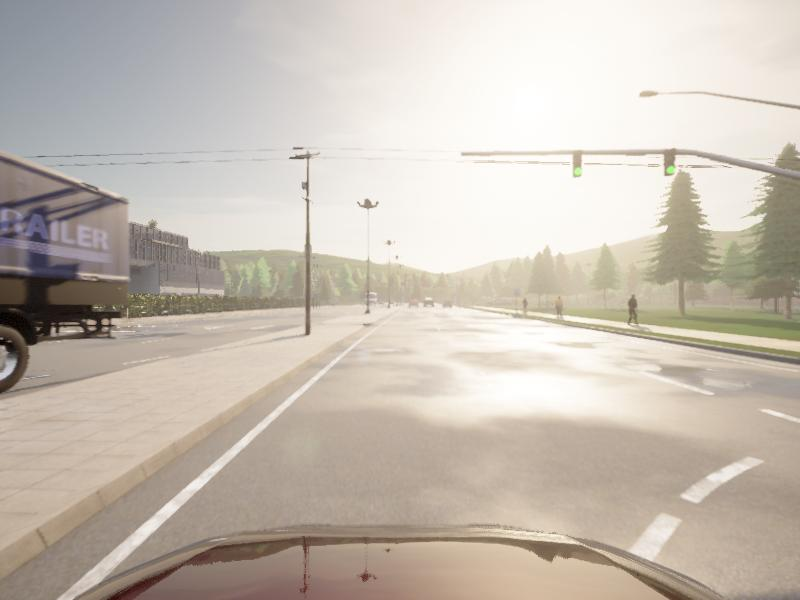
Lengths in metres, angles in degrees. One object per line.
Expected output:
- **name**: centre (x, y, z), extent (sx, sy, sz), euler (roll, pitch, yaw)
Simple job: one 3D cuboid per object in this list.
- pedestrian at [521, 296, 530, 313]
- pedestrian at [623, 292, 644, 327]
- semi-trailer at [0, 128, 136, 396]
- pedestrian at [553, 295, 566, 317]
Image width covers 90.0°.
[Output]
- **pedestrian**: centre (13.970, 0.495, 44.566), extent (0.751, 1.860, 0.751), euler (0, 0, 4)
- **pedestrian**: centre (12.652, 0.490, 21.701), extent (0.751, 1.860, 0.751), euler (0, 0, 4)
- **semi-trailer**: centre (-7.941, -0.615, 2.781), extent (2.717, 4.402, 14.254), euler (0, 0, 0)
- **pedestrian**: centre (13.329, 0.493, 33.446), extent (0.751, 1.860, 0.751), euler (0, 0, 4)
